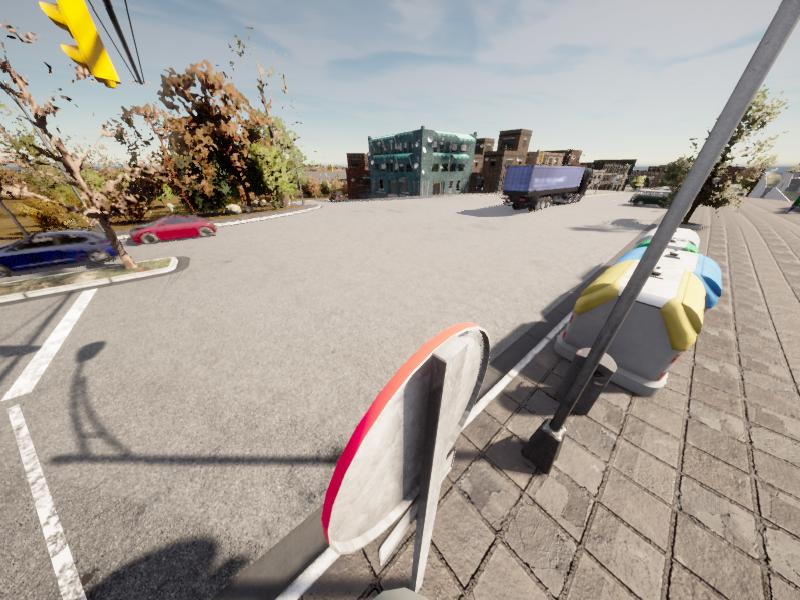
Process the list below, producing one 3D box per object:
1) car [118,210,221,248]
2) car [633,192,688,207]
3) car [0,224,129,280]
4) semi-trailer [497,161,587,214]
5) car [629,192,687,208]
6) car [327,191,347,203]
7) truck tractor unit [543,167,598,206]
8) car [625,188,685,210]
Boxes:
[{"bbox_3d":[-14.179,-4.602,14.575,4.181,1.385,1.994,-22,37,-34],"label":"car"},{"bbox_3d":[36.754,-14.328,32.812,4.674,1.452,2.002,17,33,25],"label":"car"},{"bbox_3d":[-15.483,-2.185,10.180,4.193,1.474,1.816,-22,37,-34],"label":"car"},{"bbox_3d":[16.571,-12.933,26.282,14.254,4.402,2.717,-22,35,-34],"label":"semi-trailer"},{"bbox_3d":[34.472,-13.468,31.109,4.674,1.452,2.002,17,32,25],"label":"car"},{"bbox_3d":[-12.276,-20.011,44.903,1.905,1.878,3.866,-22,30,-32],"label":"car"},{"bbox_3d":[22.669,-15.235,30.796,6.516,4.208,3.053,-21,37,-35],"label":"truck tractor unit"},{"bbox_3d":[32.099,-12.864,29.311,4.442,1.987,1.878,17,33,25],"label":"car"}]
